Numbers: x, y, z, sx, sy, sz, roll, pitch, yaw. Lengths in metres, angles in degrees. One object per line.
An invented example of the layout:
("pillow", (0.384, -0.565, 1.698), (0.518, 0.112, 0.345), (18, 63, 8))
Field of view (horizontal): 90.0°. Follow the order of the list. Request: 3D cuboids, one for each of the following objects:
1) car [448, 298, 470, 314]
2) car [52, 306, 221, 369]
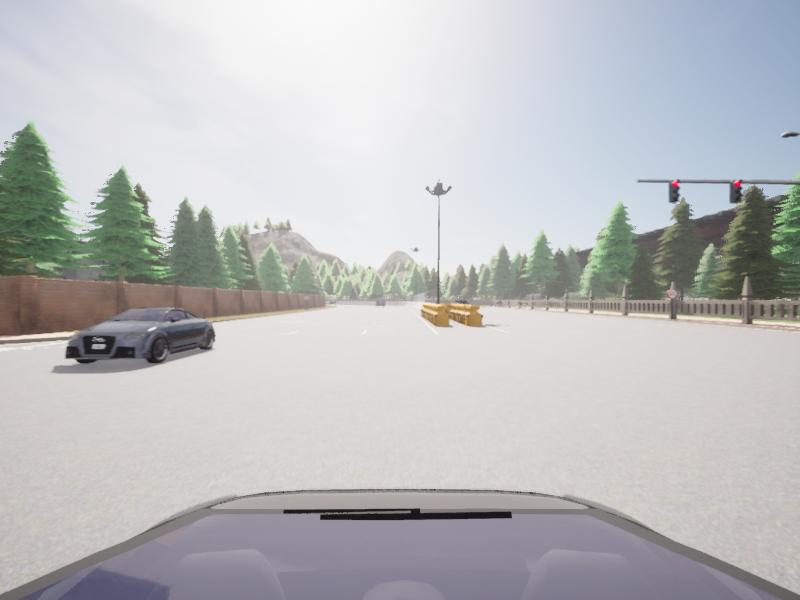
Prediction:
("car", (7.010, 0.635, 47.754), (1.932, 1.855, 4.605), (0, 0, 0))
("car", (-6.999, 0.903, 11.294), (1.994, 1.385, 4.181), (0, 0, 0))
